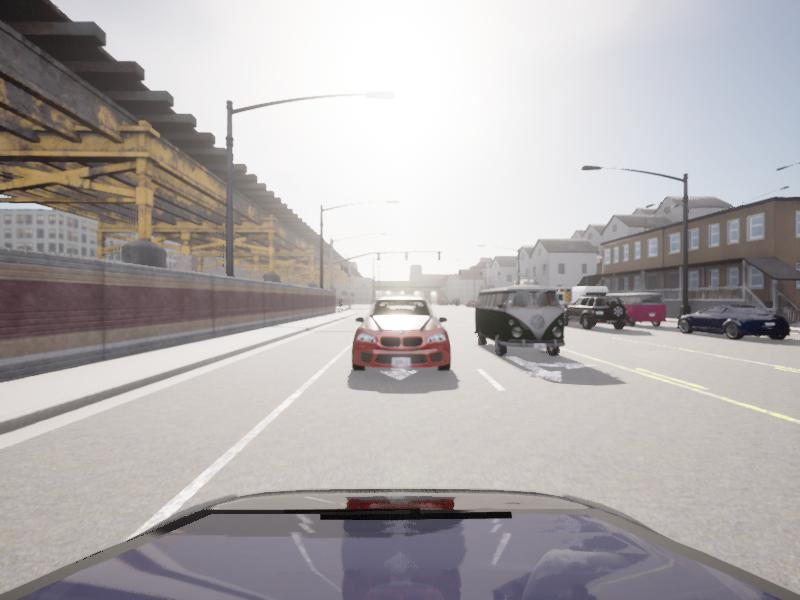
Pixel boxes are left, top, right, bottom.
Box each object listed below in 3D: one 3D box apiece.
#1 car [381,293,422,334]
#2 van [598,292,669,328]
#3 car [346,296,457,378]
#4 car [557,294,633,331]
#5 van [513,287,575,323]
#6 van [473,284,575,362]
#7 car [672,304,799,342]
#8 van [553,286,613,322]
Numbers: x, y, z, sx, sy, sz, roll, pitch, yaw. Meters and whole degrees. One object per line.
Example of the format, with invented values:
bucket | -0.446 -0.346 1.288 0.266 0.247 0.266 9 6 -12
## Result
car | 0.067 0.614 20.553 1.905 1.878 3.866 0 0 0
van | 14.072 0.558 24.483 1.775 1.987 4.442 0 0 0
car | 0.036 0.739 10.413 2.242 1.667 4.611 0 0 0
car | 10.572 0.619 22.128 1.932 1.855 4.605 0 0 0
van | 10.599 0.333 30.102 2.351 2.431 6.366 0 0 0
van | 3.545 0.580 12.316 1.775 1.987 4.442 0 0 0
car | 14.050 0.881 17.154 1.994 1.385 4.181 0 0 1
van | 14.090 0.276 31.321 1.988 2.561 5.915 0 0 0
